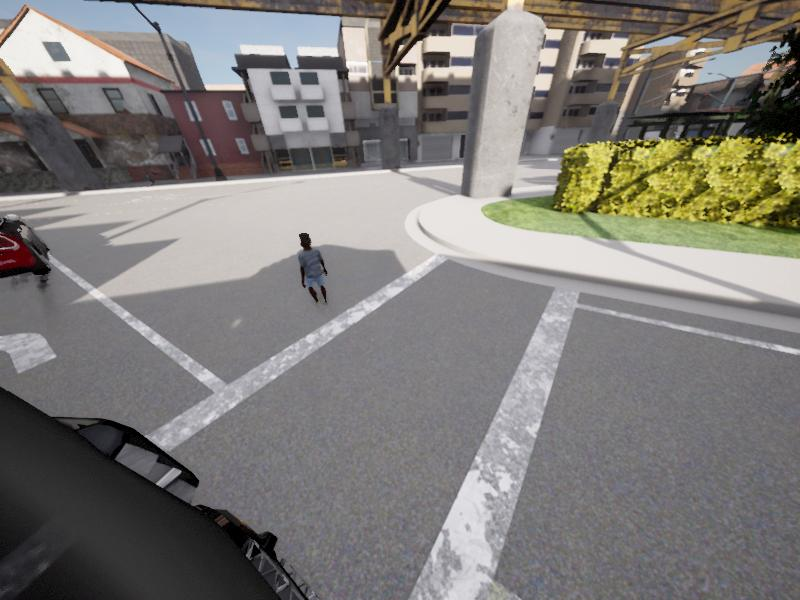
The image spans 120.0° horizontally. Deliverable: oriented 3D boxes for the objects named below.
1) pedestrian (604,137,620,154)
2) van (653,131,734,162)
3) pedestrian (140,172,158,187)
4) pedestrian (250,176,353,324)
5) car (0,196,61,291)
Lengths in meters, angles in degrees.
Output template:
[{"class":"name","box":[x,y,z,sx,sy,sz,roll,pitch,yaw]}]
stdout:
[{"class":"pedestrian","box":[28.677,-20.907,31.217,0.751,1.860,0.751,5,34,12]},{"class":"van","box":[26.196,-13.710,20.721,4.480,2.038,2.069,-10,34,-11]},{"class":"pedestrian","box":[-22.079,-10.645,20.363,0.500,1.100,0.500,-12,35,-13]},{"class":"pedestrian","box":[-1.343,-0.708,3.388,0.751,1.860,0.751,-25,39,-30]},{"class":"car","box":[-10.155,-1.305,5.357,3.806,1.475,1.970,20,40,31]}]
